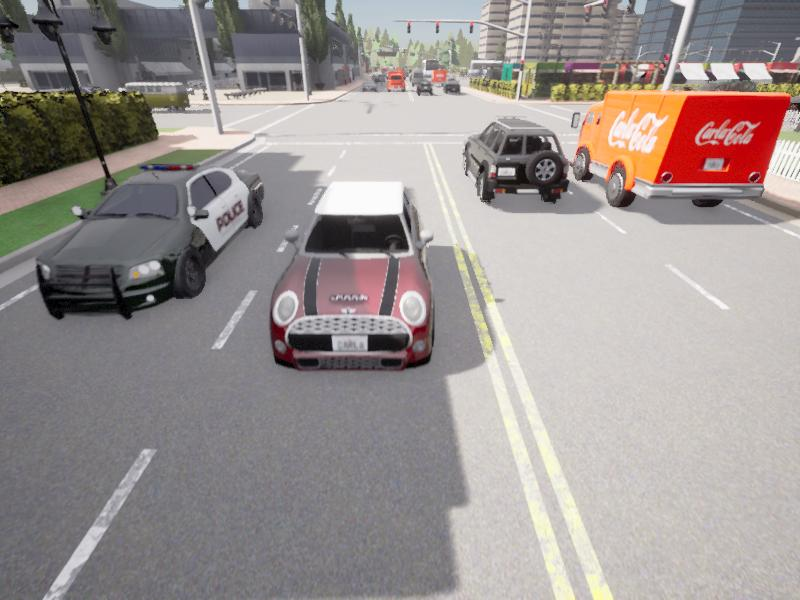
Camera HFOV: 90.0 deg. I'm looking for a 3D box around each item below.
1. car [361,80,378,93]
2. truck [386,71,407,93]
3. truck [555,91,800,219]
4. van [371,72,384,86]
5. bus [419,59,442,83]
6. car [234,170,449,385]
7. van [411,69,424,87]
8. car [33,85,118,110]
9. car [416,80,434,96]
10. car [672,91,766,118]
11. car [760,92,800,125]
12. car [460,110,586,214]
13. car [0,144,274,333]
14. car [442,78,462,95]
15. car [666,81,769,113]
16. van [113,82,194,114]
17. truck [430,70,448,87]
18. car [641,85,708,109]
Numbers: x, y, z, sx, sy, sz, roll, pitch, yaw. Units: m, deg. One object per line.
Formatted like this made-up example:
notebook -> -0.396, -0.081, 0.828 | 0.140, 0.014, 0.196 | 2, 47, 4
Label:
car -> -3.990, -28.270, 52.914 | 1.812, 1.442, 4.674 | 0, 30, 0
truck -> -0.490, -29.132, 53.373 | 2.627, 2.467, 5.204 | 0, 30, 0
truck -> 6.471, -4.048, 10.407 | 2.627, 2.467, 5.204 | 0, 28, 0
van -> -3.974, -39.124, 70.894 | 2.069, 2.038, 4.480 | 0, 30, 0
bus -> 6.412, -49.390, 86.247 | 3.944, 4.253, 10.273 | 0, 30, 0
car -> -0.531, -0.662, 5.671 | 1.970, 1.475, 3.806 | 0, 30, 0
van -> 3.028, -38.507, 69.299 | 1.988, 2.561, 5.915 | 0, 30, 0
car -> -26.313, -16.514, 32.623 | 4.856, 1.649, 2.033 | 0, 30, 1
car -> 3.005, -25.967, 48.900 | 2.007, 1.525, 4.514 | 0, 30, 0
car -> 21.816, -13.462, 27.519 | 4.514, 1.525, 2.007 | -1, 30, -1
car -> 25.805, -11.793, 24.551 | 5.238, 1.638, 1.930 | -1, 30, -1
car -> 2.973, -3.963, 10.913 | 1.932, 1.855, 4.605 | 0, 30, 0
car -> -4.032, -1.489, 7.028 | 2.038, 1.542, 4.974 | 0, 31, 0
car -> 6.507, -27.040, 50.621 | 1.930, 1.638, 5.238 | 0, 30, 0
car -> 24.010, -15.482, 30.457 | 5.566, 2.045, 2.150 | -1, 30, -1
van -> -18.126, -14.962, 29.618 | 4.442, 1.987, 1.775 | -1, 30, -2
truck -> 6.527, -37.452, 67.602 | 2.627, 2.467, 5.204 | 0, 30, 0
car -> 22.937, -17.046, 33.569 | 3.988, 1.617, 1.851 | -1, 30, -1
